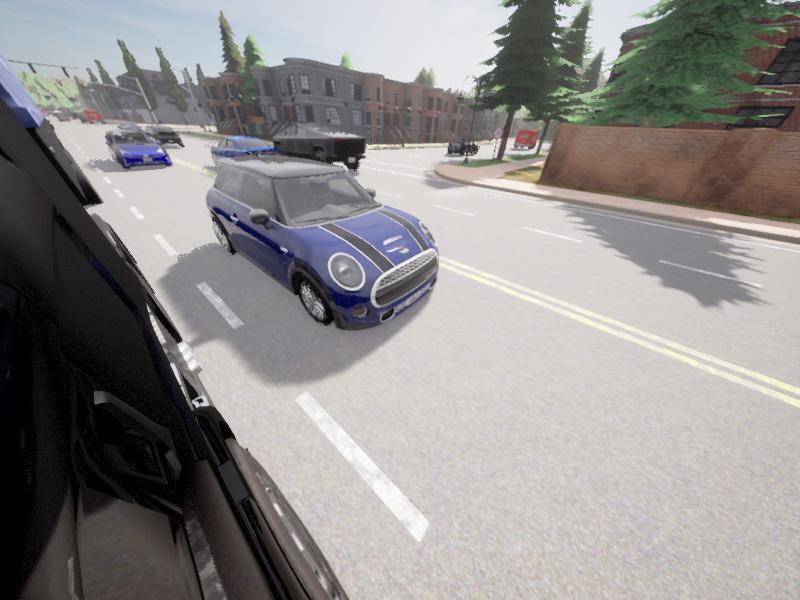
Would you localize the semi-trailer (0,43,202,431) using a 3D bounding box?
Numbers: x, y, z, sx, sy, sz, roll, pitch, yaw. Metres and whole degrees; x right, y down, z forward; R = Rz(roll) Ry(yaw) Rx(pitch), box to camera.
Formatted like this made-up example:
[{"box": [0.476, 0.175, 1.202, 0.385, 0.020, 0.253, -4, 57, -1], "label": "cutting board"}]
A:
[{"box": [-8.699, -3.606, 4.224, 14.254, 4.402, 2.717, 28, 44, 30], "label": "semi-trailer"}]

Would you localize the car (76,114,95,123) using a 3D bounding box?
[{"box": [-78.464, -45.222, 57.593, 4.856, 1.649, 2.033, 28, 44, 30], "label": "car"}]

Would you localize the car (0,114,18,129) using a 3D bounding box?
[{"box": [-52.364, -22.353, 28.862, 2.007, 1.525, 4.514, 29, 44, 30], "label": "car"}]

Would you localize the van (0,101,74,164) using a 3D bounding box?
[{"box": [-21.164, -9.443, 12.876, 6.366, 2.431, 2.351, 28, 44, 30], "label": "van"}]

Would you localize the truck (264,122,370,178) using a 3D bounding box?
[{"box": [-4.867, -8.828, 13.362, 6.274, 2.098, 2.390, 28, 44, 30], "label": "truck"}]

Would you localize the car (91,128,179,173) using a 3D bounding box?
[{"box": [-13.803, -7.885, 12.017, 4.514, 1.525, 2.007, 28, 44, 30], "label": "car"}]

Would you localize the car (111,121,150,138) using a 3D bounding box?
[{"box": [-32.535, -20.582, 27.866, 5.357, 1.411, 2.033, 28, 44, 30], "label": "car"}]

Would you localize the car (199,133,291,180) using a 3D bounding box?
[{"box": [-8.051, -7.558, 11.935, 5.008, 1.535, 1.882, 28, 44, 30], "label": "car"}]

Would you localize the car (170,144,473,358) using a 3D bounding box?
[{"box": [-1.508, -1.426, 3.962, 4.553, 1.767, 2.097, 28, 44, 30], "label": "car"}]

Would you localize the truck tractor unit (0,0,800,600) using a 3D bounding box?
[{"box": [-2.645, -0.295, 0.351, 6.516, 4.208, 3.053, 28, 44, 30], "label": "truck tractor unit"}]

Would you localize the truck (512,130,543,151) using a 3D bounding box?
[{"box": [20.283, -25.411, 36.684, 2.627, 2.467, 5.204, 27, 43, 28], "label": "truck"}]

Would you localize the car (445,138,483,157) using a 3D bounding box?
[{"box": [6.687, -15.928, 24.014, 1.816, 1.474, 4.193, 30, 45, 31], "label": "car"}]

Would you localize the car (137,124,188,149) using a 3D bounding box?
[{"box": [-20.944, -14.428, 20.313, 4.892, 1.490, 1.837, 28, 44, 30], "label": "car"}]
